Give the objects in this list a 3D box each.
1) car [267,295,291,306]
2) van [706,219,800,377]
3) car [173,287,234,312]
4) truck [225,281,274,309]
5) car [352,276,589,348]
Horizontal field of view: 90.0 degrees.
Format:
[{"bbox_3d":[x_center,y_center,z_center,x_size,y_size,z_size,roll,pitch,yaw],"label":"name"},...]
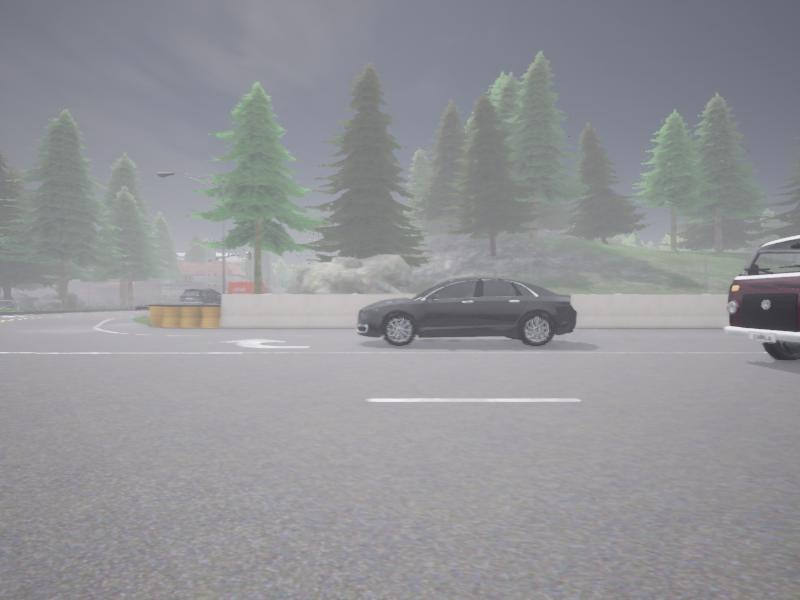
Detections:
[{"bbox_3d":[-17.519,0.061,58.212,2.038,1.542,4.974,-1,1,1],"label":"car"},{"bbox_3d":[7.393,-0.027,5.694,4.480,2.038,2.069,0,0,0],"label":"van"},{"bbox_3d":[-14.306,-0.022,29.457,2.033,1.649,4.856,0,0,1],"label":"car"},{"bbox_3d":[-14.210,-0.443,38.202,2.627,2.467,5.204,0,0,1],"label":"truck"},{"bbox_3d":[1.457,0.245,9.200,4.892,1.490,1.837,0,0,0],"label":"car"}]
